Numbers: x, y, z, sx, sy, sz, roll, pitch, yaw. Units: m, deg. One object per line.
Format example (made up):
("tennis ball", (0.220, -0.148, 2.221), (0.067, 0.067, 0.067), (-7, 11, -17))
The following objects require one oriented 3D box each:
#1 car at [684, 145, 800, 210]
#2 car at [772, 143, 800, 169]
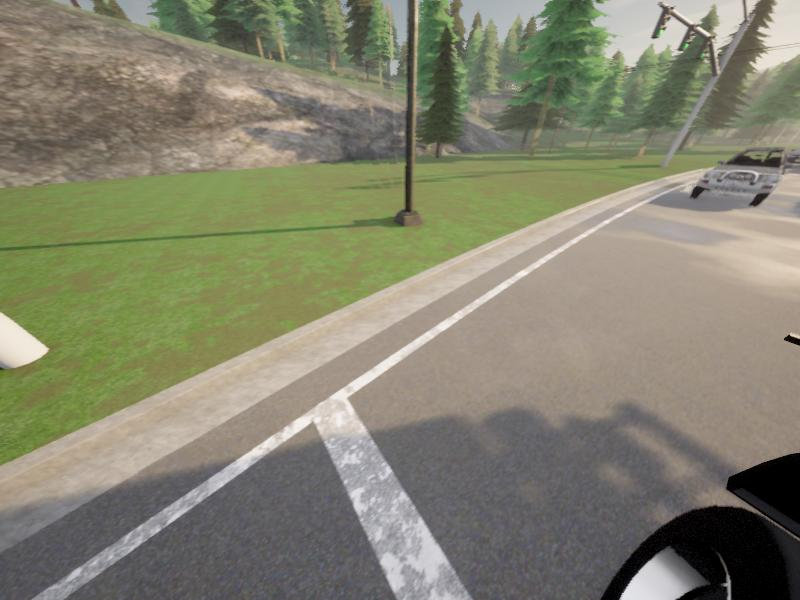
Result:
("car", (14.362, -5.245, 9.579), (4.605, 1.855, 1.932), (-22, 41, -28))
("car", (35.014, -12.338, 19.723), (5.027, 1.651, 2.152), (-17, 39, -22))
